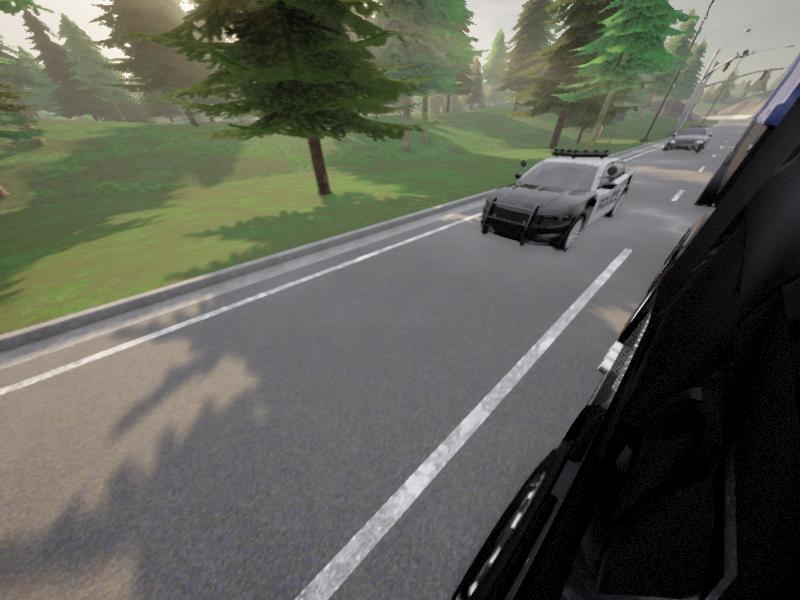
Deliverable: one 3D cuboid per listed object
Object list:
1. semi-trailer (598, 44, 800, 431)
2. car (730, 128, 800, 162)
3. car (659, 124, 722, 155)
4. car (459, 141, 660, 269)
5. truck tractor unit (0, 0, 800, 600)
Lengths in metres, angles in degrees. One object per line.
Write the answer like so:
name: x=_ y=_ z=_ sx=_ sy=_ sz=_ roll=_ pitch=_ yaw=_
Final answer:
semi-trailer: x=8.701 y=-3.581 z=4.257 sx=14.254 sy=4.402 sz=2.717 roll=-28 pitch=44 yaw=-30
car: x=21.738 y=-9.246 z=13.677 sx=4.181 sy=1.385 sz=1.994 roll=-28 pitch=44 yaw=-30
car: x=21.741 y=-12.068 z=17.285 sx=4.974 sy=1.542 sz=2.038 roll=-28 pitch=44 yaw=-30
car: x=3.994 y=-2.702 z=5.637 sx=5.238 sy=1.638 sz=1.930 roll=-28 pitch=44 yaw=-30
truck tractor unit: x=2.645 y=-0.295 z=0.351 sx=6.516 sy=4.208 sz=3.053 roll=-28 pitch=44 yaw=-30
